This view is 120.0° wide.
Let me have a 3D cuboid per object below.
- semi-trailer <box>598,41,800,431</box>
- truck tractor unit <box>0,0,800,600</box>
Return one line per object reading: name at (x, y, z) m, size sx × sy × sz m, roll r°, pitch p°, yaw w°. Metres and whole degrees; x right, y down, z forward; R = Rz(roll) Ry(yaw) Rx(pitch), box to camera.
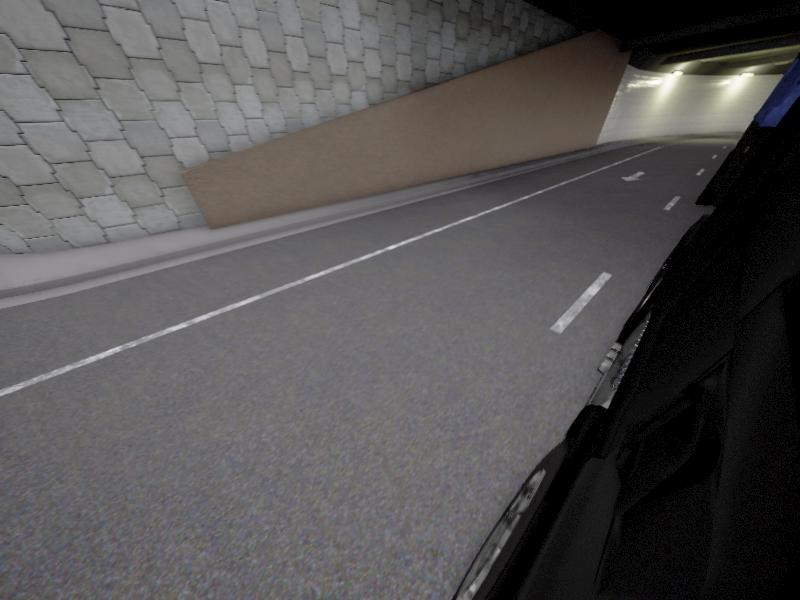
semi-trailer at (8.699, -3.595, 4.239) m, size 14.254 × 4.402 × 2.717 m, roll -28°, pitch 44°, yaw -30°
truck tractor unit at (2.645, -0.295, 0.352) m, size 6.516 × 4.208 × 3.053 m, roll -28°, pitch 44°, yaw -30°
